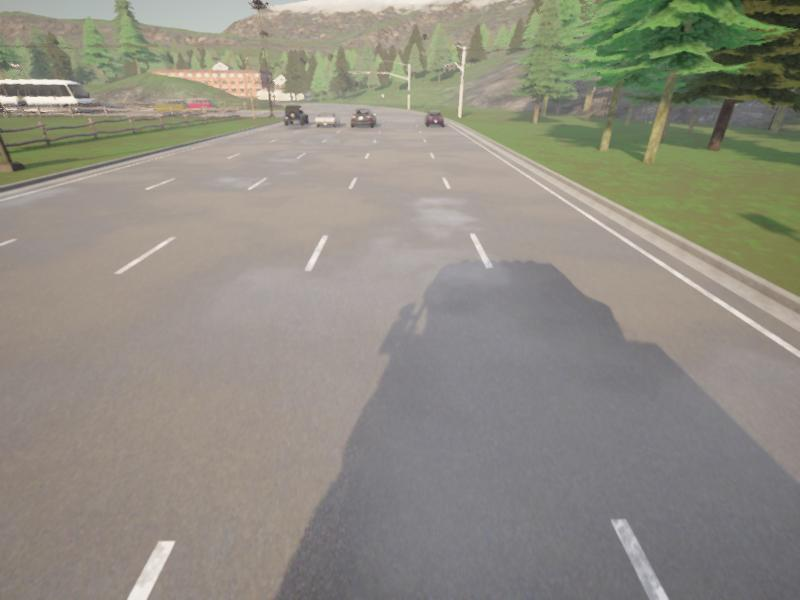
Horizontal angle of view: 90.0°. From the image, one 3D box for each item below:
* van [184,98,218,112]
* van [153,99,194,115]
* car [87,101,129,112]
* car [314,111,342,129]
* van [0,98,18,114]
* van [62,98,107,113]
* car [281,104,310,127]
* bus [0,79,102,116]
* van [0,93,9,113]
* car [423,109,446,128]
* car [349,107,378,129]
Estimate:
[{"bbox_3d":[-33.171,-32.491,66.653,4.442,1.987,1.775,0,27,-1],"label":"van"},{"bbox_3d":[-32.372,-27.659,57.341,4.442,1.987,1.775,0,27,-1],"label":"van"},{"bbox_3d":[-46.326,-30.655,63.495,4.792,1.488,2.163,0,27,-1],"label":"car"},{"bbox_3d":[-7.016,-17.742,39.292,1.895,1.301,4.718,0,27,0],"label":"car"},{"bbox_3d":[-58.025,-27.684,57.002,4.480,2.038,2.069,0,27,-1],"label":"van"},{"bbox_3d":[-47.424,-29.292,60.245,4.480,2.038,2.069,0,27,-1],"label":"van"},{"bbox_3d":[-10.539,-18.748,40.540,1.905,1.878,3.866,0,27,-1],"label":"car"},{"bbox_3d":[-47.195,-27.115,53.627,10.273,4.253,3.944,0,27,-1],"label":"bus"},{"bbox_3d":[-62.945,-29.536,59.916,5.915,2.561,1.988,0,27,-1],"label":"van"},{"bbox_3d":[3.450,-18.500,40.697,1.816,1.474,4.193,0,27,-1],"label":"car"},{"bbox_3d":[-3.533,-17.964,39.359,2.242,1.667,4.611,2,27,2],"label":"car"}]
